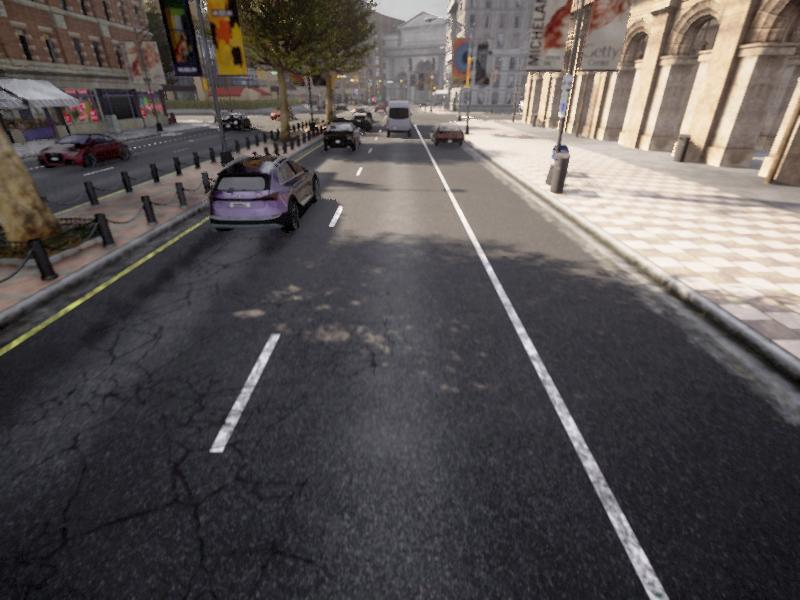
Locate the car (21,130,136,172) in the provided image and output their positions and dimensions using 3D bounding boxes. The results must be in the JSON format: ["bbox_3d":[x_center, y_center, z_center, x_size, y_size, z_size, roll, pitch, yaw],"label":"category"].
[{"bbox_3d":[-15.043,-7.205,19.122,1.994,1.385,4.181,0,27,0],"label":"car"}]

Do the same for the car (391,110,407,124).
[{"bbox_3d":[-0.117,-21.871,47.748,1.895,1.301,4.718,0,27,0],"label":"car"}]

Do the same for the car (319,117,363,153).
[{"bbox_3d":[-3.558,-10.420,25.092,1.930,1.638,5.238,0,27,0],"label":"car"}]

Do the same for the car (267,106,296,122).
[{"bbox_3d":[-15.124,-23.937,51.343,2.242,1.667,4.611,0,27,0],"label":"car"}]

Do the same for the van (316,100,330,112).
[{"bbox_3d":[-15.198,-38.258,78.848,1.775,1.987,4.442,0,27,0],"label":"van"}]

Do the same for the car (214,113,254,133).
[{"bbox_3d":[-15.010,-16.178,36.458,1.970,1.475,3.806,0,27,0],"label":"car"}]

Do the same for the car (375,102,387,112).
[{"bbox_3d":[-3.695,-37.528,77.843,2.152,1.651,5.027,0,27,0],"label":"car"}]

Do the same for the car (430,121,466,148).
[{"bbox_3d":[3.185,-11.421,27.416,1.895,1.301,4.718,0,27,0],"label":"car"}]

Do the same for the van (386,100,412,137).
[{"bbox_3d":[-0.077,-15.438,33.877,1.988,2.561,5.915,0,27,0],"label":"van"}]

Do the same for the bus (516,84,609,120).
[{"bbox_3d":[21.558,-26.595,53.735,10.273,4.253,3.944,0,27,0],"label":"bus"}]

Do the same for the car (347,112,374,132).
[{"bbox_3d":[-3.584,-16.534,37.165,1.970,1.475,3.806,1,27,2],"label":"car"}]

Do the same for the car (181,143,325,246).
[{"bbox_3d":[-3.520,-3.077,10.830,2.033,1.649,4.856,0,28,0],"label":"car"}]

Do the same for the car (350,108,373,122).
[{"bbox_3d":[-4.870,-23.183,50.075,1.837,1.490,4.892,-7,28,-15],"label":"car"}]
